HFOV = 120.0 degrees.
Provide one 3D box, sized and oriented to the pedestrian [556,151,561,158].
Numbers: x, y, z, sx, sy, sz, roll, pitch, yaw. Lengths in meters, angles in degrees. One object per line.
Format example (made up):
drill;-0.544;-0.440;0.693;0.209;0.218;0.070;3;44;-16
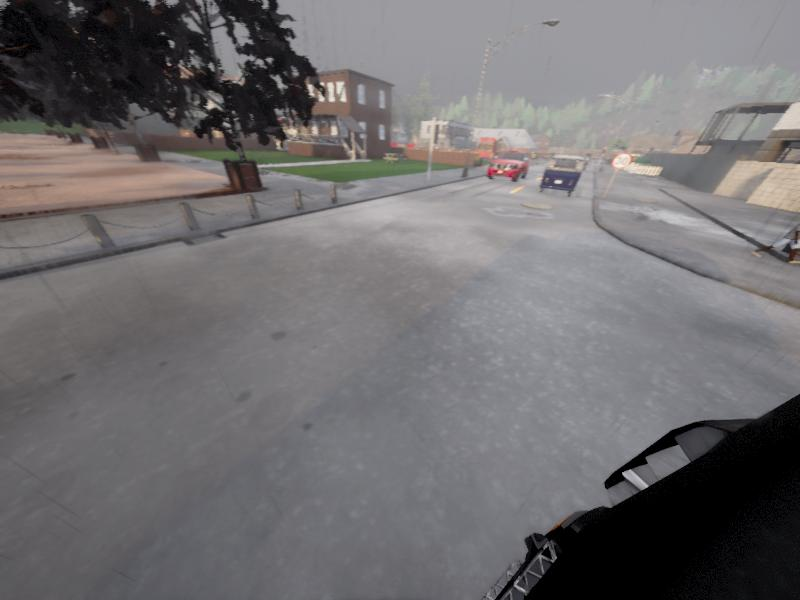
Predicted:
pedestrian;55.435;-51.028;80.994;0.751;1.860;0.751;26;41;30

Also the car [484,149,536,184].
car;8.970;-10.857;18.615;2.150;2.045;5.566;24;39;27

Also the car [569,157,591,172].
car;25.046;-18.898;32.140;1.837;1.490;4.892;24;39;27

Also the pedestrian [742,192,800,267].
pedestrian;9.459;-1.808;5.339;0.751;1.860;0.751;-9;36;-17

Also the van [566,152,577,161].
van;50.058;-41.883;67.306;1.775;1.987;4.442;24;39;27

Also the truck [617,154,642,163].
truck;66.215;-41.029;66.814;4.478;2.038;2.069;21;38;29

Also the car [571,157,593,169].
car;29.701;-22.410;37.658;2.163;1.488;4.792;24;39;27

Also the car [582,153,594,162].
car;53.850;-40.811;66.146;1.905;1.878;3.866;24;39;27

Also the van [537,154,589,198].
van;10.159;-7.809;14.300;1.775;1.987;4.442;23;39;27
